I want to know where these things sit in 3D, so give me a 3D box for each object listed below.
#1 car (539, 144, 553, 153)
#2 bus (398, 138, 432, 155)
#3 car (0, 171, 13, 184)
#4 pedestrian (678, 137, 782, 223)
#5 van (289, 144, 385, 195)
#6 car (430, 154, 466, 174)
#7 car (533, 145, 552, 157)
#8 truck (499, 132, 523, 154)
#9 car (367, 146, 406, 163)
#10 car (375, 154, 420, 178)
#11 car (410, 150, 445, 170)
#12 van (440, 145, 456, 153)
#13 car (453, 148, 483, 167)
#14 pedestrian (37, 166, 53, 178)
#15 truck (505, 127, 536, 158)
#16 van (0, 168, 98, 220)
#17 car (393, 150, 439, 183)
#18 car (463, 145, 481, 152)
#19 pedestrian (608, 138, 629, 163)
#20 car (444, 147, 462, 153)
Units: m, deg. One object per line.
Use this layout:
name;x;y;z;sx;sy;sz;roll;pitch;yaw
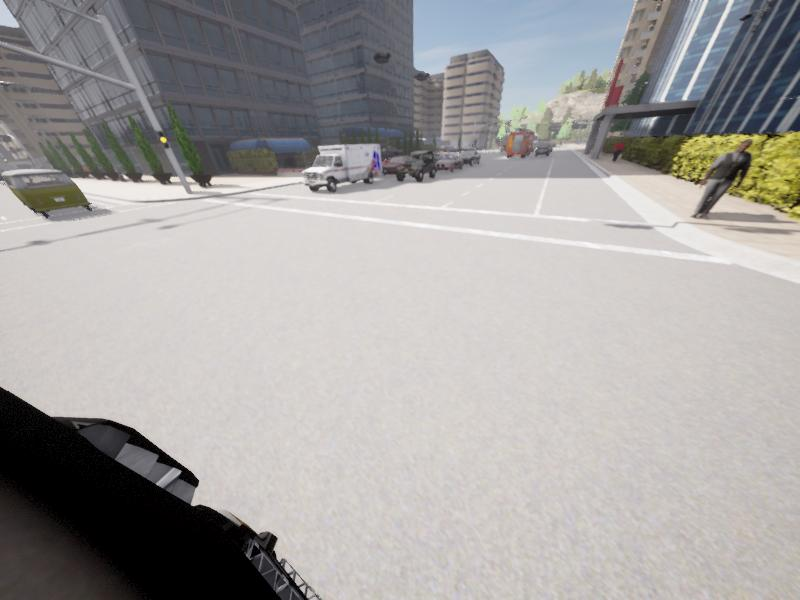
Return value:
car;30.515;-31.606;48.224;1.994;1.385;4.181;16;38;25
bus;4.721;-49.861;75.000;10.273;4.253;3.944;18;39;25
car;-62.729;-18.807;35.470;2.007;1.525;4.514;-28;42;-33
pedestrian;8.411;-3.107;6.041;0.751;1.860;0.751;25;42;35
van;-3.796;-9.154;15.855;2.351;2.431;6.366;16;38;25
car;4.705;-13.350;22.533;1.994;1.385;4.181;17;38;27
car;23.524;-24.600;38.024;2.128;1.511;4.902;16;38;25
truck;24.778;-34.865;51.330;2.891;3.827;8.468;16;38;26
car;-2.215;-25.465;40.402;6.274;2.098;2.390;-19;37;-23
car;-0.064;-12.542;21.505;1.882;1.535;5.008;16;38;26
car;3.173;-15.871;26.176;2.242;1.667;4.611;16;38;26
van;15.244;-48.060;73.600;4.442;1.987;1.775;16;38;26
car;8.123;-16.939;27.457;1.930;1.638;5.238;15;38;25
pedestrian;-65.670;-23.771;42.752;0.751;1.860;0.751;16;38;26
truck;19.899;-25.868;38.104;2.891;3.827;8.468;16;38;25
van;-18.244;-5.574;11.894;4.442;1.987;1.775;16;38;26
car;1.299;-10.152;17.479;1.905;1.878;3.866;16;38;25
car;23.851;-49.976;76.183;5.238;1.638;1.930;13;37;23
pedestrian;19.856;-13.571;21.008;0.751;1.860;0.751;18;39;28
car;16.078;-45.379;69.951;4.792;1.488;2.163;16;38;26
